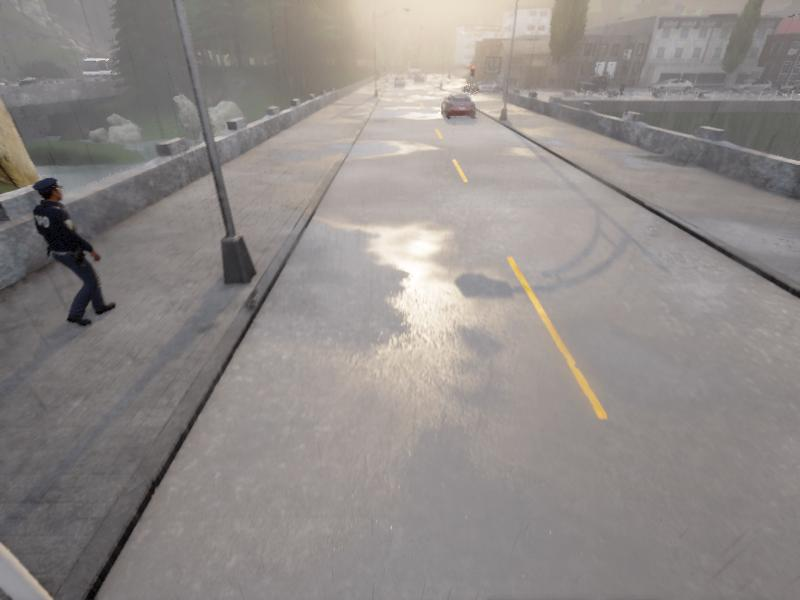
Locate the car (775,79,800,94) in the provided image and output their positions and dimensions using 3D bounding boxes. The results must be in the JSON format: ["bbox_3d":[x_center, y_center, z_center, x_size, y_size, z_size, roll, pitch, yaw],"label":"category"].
[{"bbox_3d":[50.177,-26.806,50.136,3.988,1.617,1.851,0,30,0],"label":"car"}]

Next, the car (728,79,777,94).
[{"bbox_3d":[44.123,-26.806,50.134,3.988,1.617,1.851,0,30,0],"label":"car"}]

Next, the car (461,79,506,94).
[{"bbox_3d":[10.336,-26.658,49.944,4.974,1.542,2.038,-2,31,-3],"label":"car"}]

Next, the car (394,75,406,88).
[{"bbox_3d":[-0.042,-35.560,65.049,1.851,1.617,3.988,0,30,0],"label":"car"}]

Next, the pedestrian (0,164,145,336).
[{"bbox_3d":[-4.039,-0.609,4.925,0.751,1.860,0.751,13,33,21],"label":"pedestrian"}]

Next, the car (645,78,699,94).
[{"bbox_3d":[33.992,-26.807,50.118,5.027,1.651,2.152,0,30,0],"label":"car"}]

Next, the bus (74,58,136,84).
[{"bbox_3d":[-57.429,-44.924,78.377,3.944,4.253,10.273,0,30,0],"label":"bus"}]

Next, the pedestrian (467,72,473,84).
[{"bbox_3d":[12.690,-40.314,72.667,0.751,1.860,0.751,-9,31,-14],"label":"pedestrian"}]

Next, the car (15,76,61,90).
[{"bbox_3d":[-53.531,-32.225,59.306,1.930,1.638,5.238,0,30,0],"label":"car"}]

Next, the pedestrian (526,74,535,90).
[{"bbox_3d":[18.075,-30.103,55.226,0.751,1.860,0.751,1,30,2],"label":"pedestrian"}]

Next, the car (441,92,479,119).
[{"bbox_3d":[4.007,-13.440,27.555,1.994,1.385,4.181,0,30,0],"label":"car"}]

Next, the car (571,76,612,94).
[{"bbox_3d":[23.903,-26.924,50.046,3.866,1.878,1.905,0,30,0],"label":"car"}]
